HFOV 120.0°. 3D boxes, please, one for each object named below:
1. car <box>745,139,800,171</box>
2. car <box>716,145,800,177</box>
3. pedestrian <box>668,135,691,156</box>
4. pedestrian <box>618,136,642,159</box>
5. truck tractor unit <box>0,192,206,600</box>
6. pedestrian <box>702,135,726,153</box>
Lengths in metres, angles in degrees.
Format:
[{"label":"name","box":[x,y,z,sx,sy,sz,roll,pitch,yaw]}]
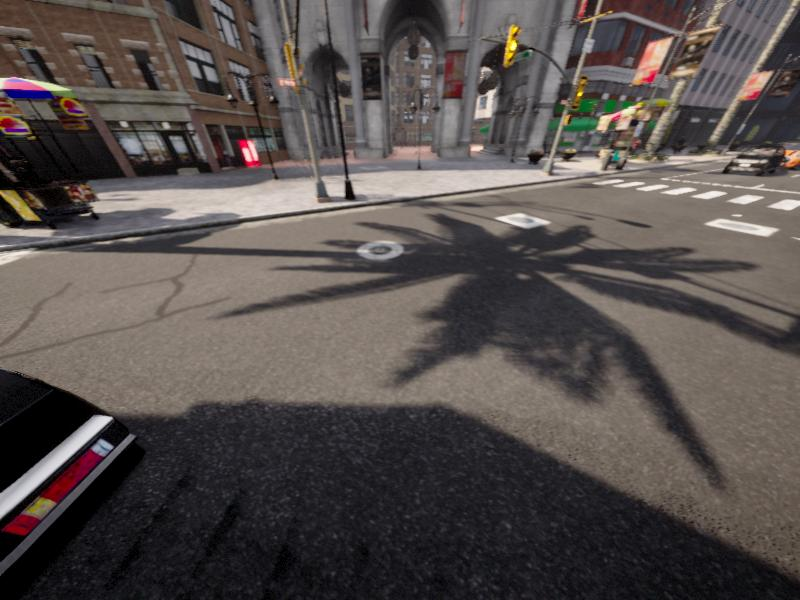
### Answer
[{"label":"car","box":[28.834,-10.873,17.206,4.553,1.767,2.097,-17,38,-21]},{"label":"car","box":[23.104,-9.056,14.951,3.705,1.549,1.789,-17,39,-22]},{"label":"pedestrian","box":[31.257,-17.304,25.861,0.751,1.860,0.751,-16,38,-20]},{"label":"pedestrian","box":[22.509,-14.907,22.633,0.751,1.860,0.751,-15,38,-20]},{"label":"truck tractor unit","box":[-5.365,0.163,0.136,6.516,4.208,3.053,3,35,4]},{"label":"pedestrian","box":[38.316,-19.071,28.232,0.751,1.860,0.751,-10,36,-12]}]
